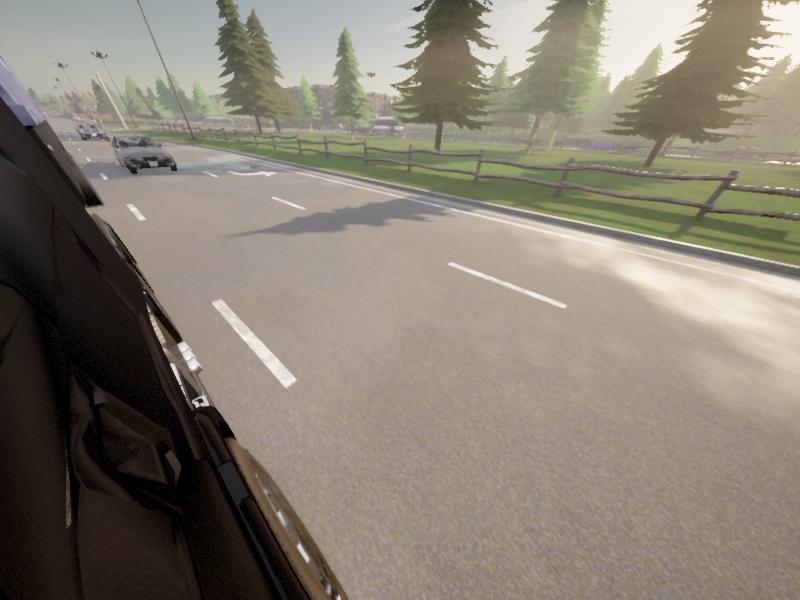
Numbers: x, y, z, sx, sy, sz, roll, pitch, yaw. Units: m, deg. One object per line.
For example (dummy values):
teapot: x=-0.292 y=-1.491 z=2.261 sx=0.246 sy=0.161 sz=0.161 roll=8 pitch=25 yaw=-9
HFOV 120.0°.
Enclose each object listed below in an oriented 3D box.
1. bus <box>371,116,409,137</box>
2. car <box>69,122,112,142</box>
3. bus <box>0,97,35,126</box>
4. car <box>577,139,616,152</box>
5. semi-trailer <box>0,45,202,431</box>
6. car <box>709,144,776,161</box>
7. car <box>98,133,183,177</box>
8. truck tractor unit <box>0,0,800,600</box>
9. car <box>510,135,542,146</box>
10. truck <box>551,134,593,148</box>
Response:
bus: x=-2.908 y=-48.272 z=64.335 sx=10.273 sy=4.253 sz=3.944 roll=28 pitch=44 yaw=30
car: x=-32.439 y=-17.645 z=24.219 sx=3.806 sy=1.475 sz=1.970 roll=28 pitch=44 yaw=30
bus: x=-77.369 y=-37.182 z=45.589 sx=10.273 sy=4.253 sz=3.944 roll=28 pitch=44 yaw=30
car: x=32.506 y=-25.653 z=38.309 sx=4.514 sy=1.525 sz=2.007 roll=28 pitch=44 yaw=30
semi-trailer: x=-8.712 y=-3.573 z=4.244 sx=14.254 sy=4.402 sz=2.717 roll=28 pitch=44 yaw=30
car: x=50.134 y=-21.810 z=34.020 sx=5.238 sy=1.638 sz=1.930 roll=28 pitch=44 yaw=30
car: x=-12.916 y=-7.335 z=11.500 sx=4.193 sy=1.474 sz=1.816 roll=28 pitch=44 yaw=30
truck tractor unit: x=-2.645 y=-0.295 z=0.351 sx=6.516 sy=4.208 sz=3.053 roll=28 pitch=44 yaw=30
car: x=25.348 y=-32.258 z=46.645 sx=5.238 sy=1.638 sz=1.930 roll=28 pitch=44 yaw=30
truck: x=35.142 y=-32.726 z=47.408 sx=6.274 sy=2.098 sz=2.390 roll=28 pitch=44 yaw=30
